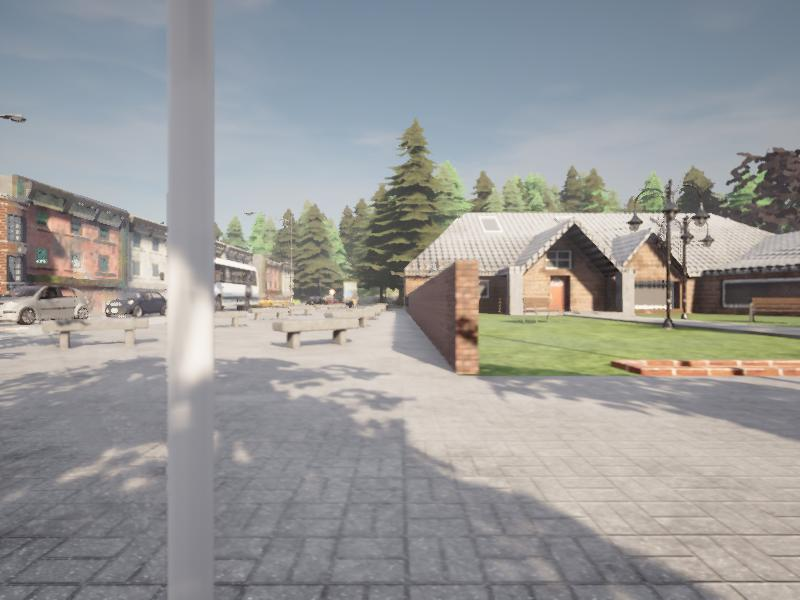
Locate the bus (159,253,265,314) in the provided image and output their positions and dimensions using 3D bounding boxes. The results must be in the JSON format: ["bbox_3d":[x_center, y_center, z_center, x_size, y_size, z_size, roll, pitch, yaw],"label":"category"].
[{"bbox_3d":[-14.903,-1.138,33.122,3.944,4.253,10.273,0,0,0],"label":"bus"}]

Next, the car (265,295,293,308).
[{"bbox_3d":[-15.043,0.201,50.087,1.801,1.575,5.366,0,0,0],"label":"car"}]

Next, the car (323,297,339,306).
[{"bbox_3d":[-11.060,0.274,64.287,1.812,1.442,4.674,0,0,0],"label":"car"}]

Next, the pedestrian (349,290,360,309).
[{"bbox_3d":[-4.365,-0.063,38.380,0.751,1.860,0.751,0,0,-26],"label":"pedestrian"}]

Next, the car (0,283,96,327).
[{"bbox_3d":[-15.006,0.181,16.521,1.851,1.617,3.988,0,0,0],"label":"car"}]

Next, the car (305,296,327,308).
[{"bbox_3d":[-11.047,0.225,52.968,1.882,1.535,5.008,0,0,0],"label":"car"}]

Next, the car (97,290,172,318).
[{"bbox_3d":[-15.012,0.220,22.880,1.845,1.501,3.633,0,0,0],"label":"car"}]

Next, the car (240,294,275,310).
[{"bbox_3d":[-15.035,0.199,42.420,1.801,1.575,5.366,0,0,0],"label":"car"}]
